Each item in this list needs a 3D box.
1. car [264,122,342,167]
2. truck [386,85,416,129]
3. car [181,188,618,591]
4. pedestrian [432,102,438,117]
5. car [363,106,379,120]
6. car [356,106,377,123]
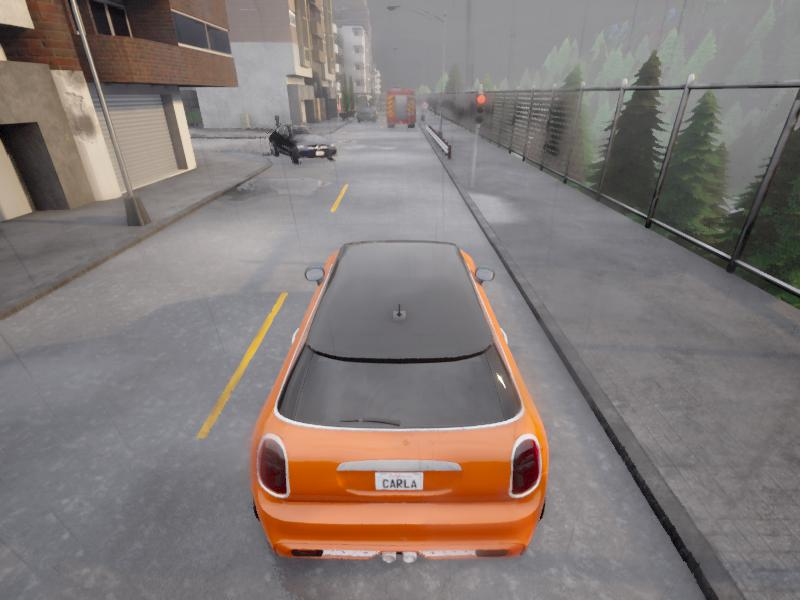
[{"bbox_3d":[-5.150,-8.205,20.806,2.152,1.651,5.027,-16,31,-29],"label":"car"},{"bbox_3d":[0.101,-20.720,42.757,2.891,3.827,8.468,0,27,0],"label":"truck"},{"bbox_3d":[-0.002,0.155,4.347,2.097,1.767,4.553,0,27,0],"label":"car"},{"bbox_3d":[5.186,-27.962,58.721,0.751,1.860,0.751,0,27,0],"label":"pedestrian"},{"bbox_3d":[-4.000,-25.979,55.447,1.801,1.575,5.366,0,27,0],"label":"car"},{"bbox_3d":[-3.998,-22.515,48.473,2.097,1.767,4.553,0,27,0],"label":"car"}]
